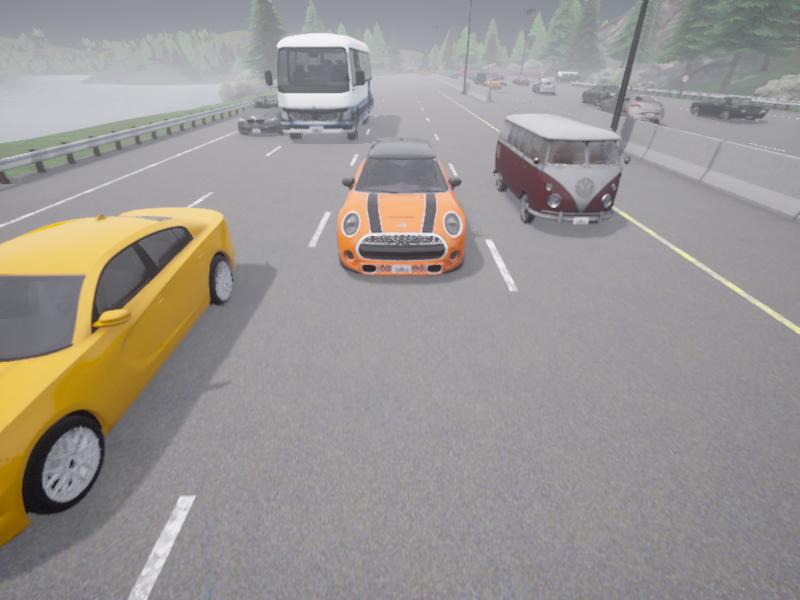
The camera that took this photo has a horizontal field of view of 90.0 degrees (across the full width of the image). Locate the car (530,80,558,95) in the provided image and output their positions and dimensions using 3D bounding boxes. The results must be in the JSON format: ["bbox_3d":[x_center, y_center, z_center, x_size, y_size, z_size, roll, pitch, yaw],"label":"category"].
[{"bbox_3d":[17.593,-26.042,49.027,1.970,1.475,3.806,0,30,0],"label":"car"}]

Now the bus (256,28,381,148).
[{"bbox_3d":[-3.335,-11.031,20.630,3.944,4.253,10.273,1,31,1],"label":"bus"}]

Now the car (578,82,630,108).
[{"bbox_3d":[17.573,-17.893,34.787,2.097,1.767,4.553,0,30,0],"label":"car"}]

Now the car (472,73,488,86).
[{"bbox_3d":[14.107,-38.970,70.724,1.905,1.878,3.866,0,30,0],"label":"car"}]

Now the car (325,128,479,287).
[{"bbox_3d":[0.031,-2.125,7.848,2.097,1.767,4.553,0,30,0],"label":"car"}]

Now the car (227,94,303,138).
[{"bbox_3d":[-6.846,-9.724,20.956,2.242,1.667,4.611,1,30,2],"label":"car"}]

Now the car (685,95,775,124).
[{"bbox_3d":[21.058,-12.377,25.857,1.895,1.301,4.718,0,30,0],"label":"car"}]

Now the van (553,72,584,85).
[{"bbox_3d":[31.711,-41.803,75.394,4.480,2.038,2.069,-1,30,-1],"label":"van"}]

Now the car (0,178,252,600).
[{"bbox_3d":[-3.474,0.096,4.307,1.882,1.535,5.008,0,31,0],"label":"car"}]

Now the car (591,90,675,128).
[{"bbox_3d":[14.056,-11.803,24.556,2.152,1.651,5.027,0,30,0],"label":"car"}]

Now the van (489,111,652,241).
[{"bbox_3d":[3.534,-3.158,9.425,1.775,1.987,4.442,0,30,0],"label":"van"}]

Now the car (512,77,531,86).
[{"bbox_3d":[21.108,-38.125,69.839,1.895,1.301,4.718,0,30,0],"label":"car"}]

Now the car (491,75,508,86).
[{"bbox_3d":[17.608,-38.843,70.846,1.851,1.617,3.988,0,30,0],"label":"car"}]

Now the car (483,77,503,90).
[{"bbox_3d":[14.113,-33.220,61.216,1.801,1.575,5.366,0,30,0],"label":"car"}]
